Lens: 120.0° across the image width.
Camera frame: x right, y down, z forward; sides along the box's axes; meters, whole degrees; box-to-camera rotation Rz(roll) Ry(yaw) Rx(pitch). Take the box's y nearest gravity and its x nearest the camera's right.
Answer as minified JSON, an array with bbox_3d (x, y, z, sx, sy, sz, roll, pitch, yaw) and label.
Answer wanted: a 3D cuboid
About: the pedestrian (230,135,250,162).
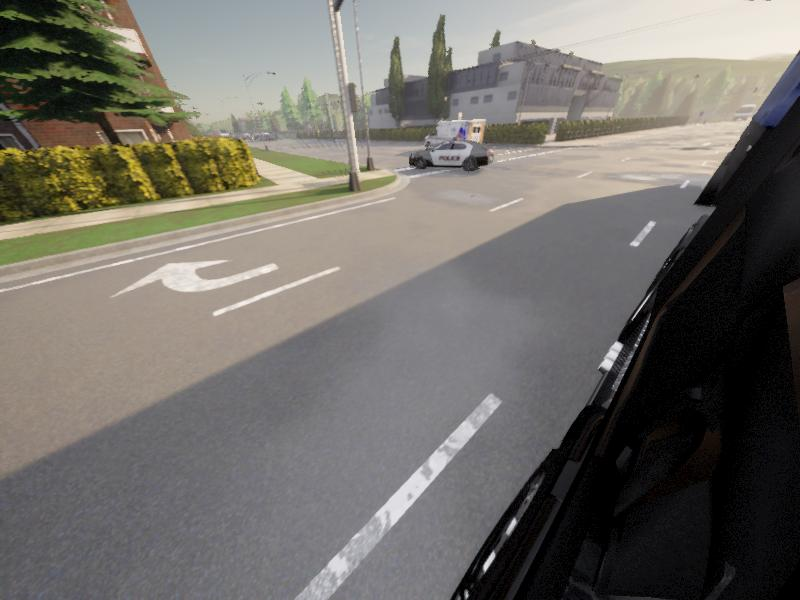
[{"bbox_3d":[-13.783,-13.035,19.922,0.751,1.860,0.751,-26,43,-28],"label":"pedestrian"}]

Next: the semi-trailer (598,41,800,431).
[{"bbox_3d":[8.688,-3.594,4.264,14.254,4.402,2.717,-28,44,-30],"label":"semi-trailer"}]

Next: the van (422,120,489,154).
[{"bbox_3d":[5.237,-16.308,23.067,2.351,2.431,6.366,-27,44,-27],"label":"van"}]

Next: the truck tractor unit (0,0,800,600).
[{"bbox_3d":[2.645,-0.295,0.351,6.516,4.208,3.053,-28,44,-30],"label":"truck tractor unit"}]

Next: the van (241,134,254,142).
[{"bbox_3d":[-46.661,-49.506,70.510,2.069,2.038,4.480,-26,43,-28],"label":"van"}]

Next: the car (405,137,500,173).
[{"bbox_3d":[2.987,-8.723,13.823,4.974,1.542,2.038,17,40,25],"label":"car"}]
